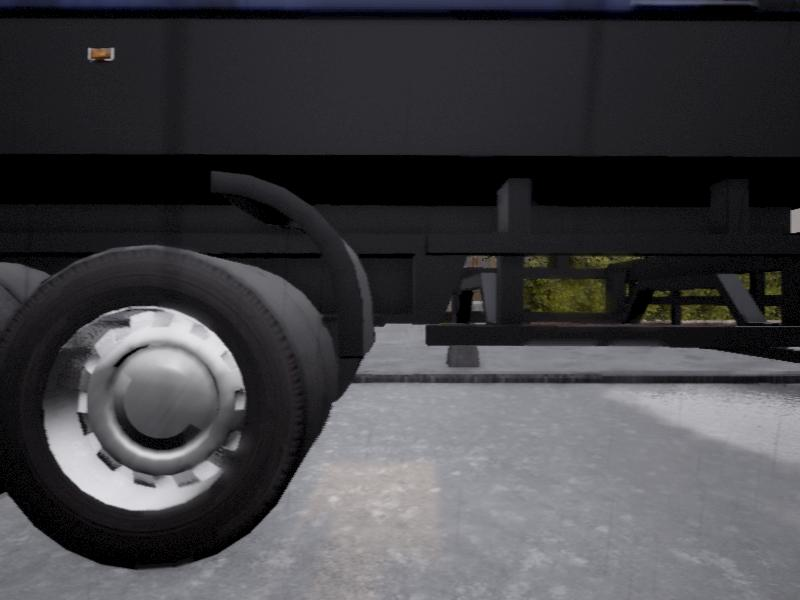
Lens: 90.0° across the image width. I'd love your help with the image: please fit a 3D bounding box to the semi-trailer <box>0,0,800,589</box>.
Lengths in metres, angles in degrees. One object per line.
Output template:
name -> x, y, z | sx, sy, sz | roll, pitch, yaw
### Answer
semi-trailer -> -4.747, -1.219, 2.706 | 14.254, 4.402, 2.717 | 0, 0, 0
